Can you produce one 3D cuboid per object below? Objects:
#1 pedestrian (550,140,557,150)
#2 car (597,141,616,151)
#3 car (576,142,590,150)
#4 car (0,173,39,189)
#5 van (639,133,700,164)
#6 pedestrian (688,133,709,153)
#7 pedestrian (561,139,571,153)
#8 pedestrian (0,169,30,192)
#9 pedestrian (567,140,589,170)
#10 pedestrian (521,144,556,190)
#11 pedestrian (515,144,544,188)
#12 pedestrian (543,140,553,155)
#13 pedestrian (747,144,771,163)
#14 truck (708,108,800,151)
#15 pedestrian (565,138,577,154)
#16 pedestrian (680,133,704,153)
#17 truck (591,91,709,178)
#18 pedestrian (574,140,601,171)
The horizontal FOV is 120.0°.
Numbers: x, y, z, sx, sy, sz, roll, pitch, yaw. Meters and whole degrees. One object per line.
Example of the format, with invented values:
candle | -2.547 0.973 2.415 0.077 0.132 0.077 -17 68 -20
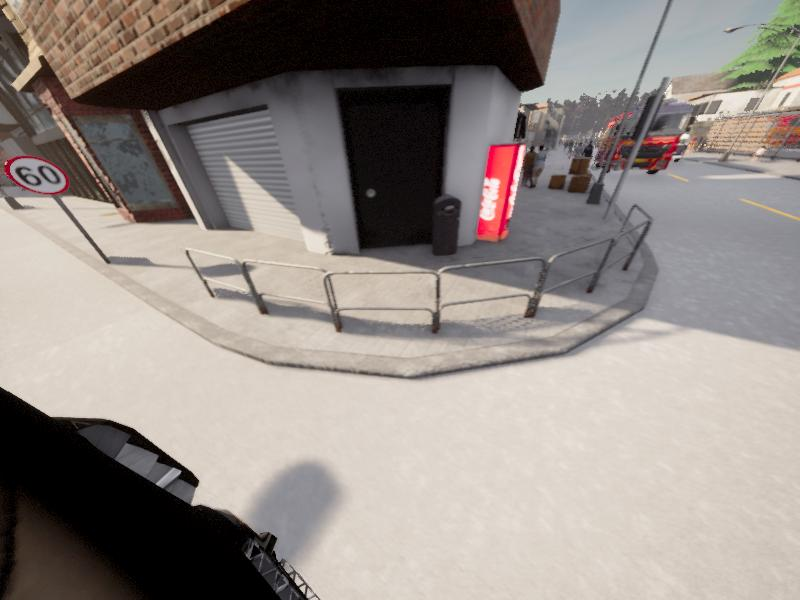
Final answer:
pedestrian | 34.264 -34.569 51.461 0.751 1.860 0.751 16 38 26
car | 43.820 -32.828 49.149 2.152 1.651 5.027 16 38 26
car | 41.808 -35.287 52.906 1.837 1.490 4.892 16 38 26
car | -50.613 -14.865 29.043 2.033 1.411 5.357 6 35 13
van | 24.075 -13.729 20.925 2.069 2.038 4.480 16 38 26
pedestrian | 34.303 -18.072 26.605 0.751 1.860 0.751 27 44 37
pedestrian | 27.581 -25.594 38.459 0.751 1.860 0.751 12 36 21
pedestrian | -37.160 -11.484 22.245 0.751 1.860 0.751 21 40 31
pedestrian | 13.433 -10.947 17.492 0.751 1.860 0.751 17 38 27
pedestrian | 6.649 -6.436 11.209 0.751 1.860 0.751 -6 34 -4
pedestrian | 6.513 -6.777 11.734 0.751 1.860 0.751 4 34 11
pedestrian | 22.873 -23.535 35.723 0.751 1.860 0.751 14 37 23
pedestrian | 25.272 -10.297 16.279 0.500 1.100 0.500 -26 40 -31
truck | 45.018 -20.390 27.715 8.468 3.827 2.891 15 37 24
pedestrian | 25.188 -22.718 34.094 0.751 1.860 0.751 10 36 19
pedestrian | 33.763 -18.142 26.752 0.751 1.860 0.751 5 34 12
truck | 16.332 -11.256 16.189 2.891 3.827 8.468 16 38 26
pedestrian | 13.777 -10.640 17.002 0.751 1.860 0.751 -24 39 -29
